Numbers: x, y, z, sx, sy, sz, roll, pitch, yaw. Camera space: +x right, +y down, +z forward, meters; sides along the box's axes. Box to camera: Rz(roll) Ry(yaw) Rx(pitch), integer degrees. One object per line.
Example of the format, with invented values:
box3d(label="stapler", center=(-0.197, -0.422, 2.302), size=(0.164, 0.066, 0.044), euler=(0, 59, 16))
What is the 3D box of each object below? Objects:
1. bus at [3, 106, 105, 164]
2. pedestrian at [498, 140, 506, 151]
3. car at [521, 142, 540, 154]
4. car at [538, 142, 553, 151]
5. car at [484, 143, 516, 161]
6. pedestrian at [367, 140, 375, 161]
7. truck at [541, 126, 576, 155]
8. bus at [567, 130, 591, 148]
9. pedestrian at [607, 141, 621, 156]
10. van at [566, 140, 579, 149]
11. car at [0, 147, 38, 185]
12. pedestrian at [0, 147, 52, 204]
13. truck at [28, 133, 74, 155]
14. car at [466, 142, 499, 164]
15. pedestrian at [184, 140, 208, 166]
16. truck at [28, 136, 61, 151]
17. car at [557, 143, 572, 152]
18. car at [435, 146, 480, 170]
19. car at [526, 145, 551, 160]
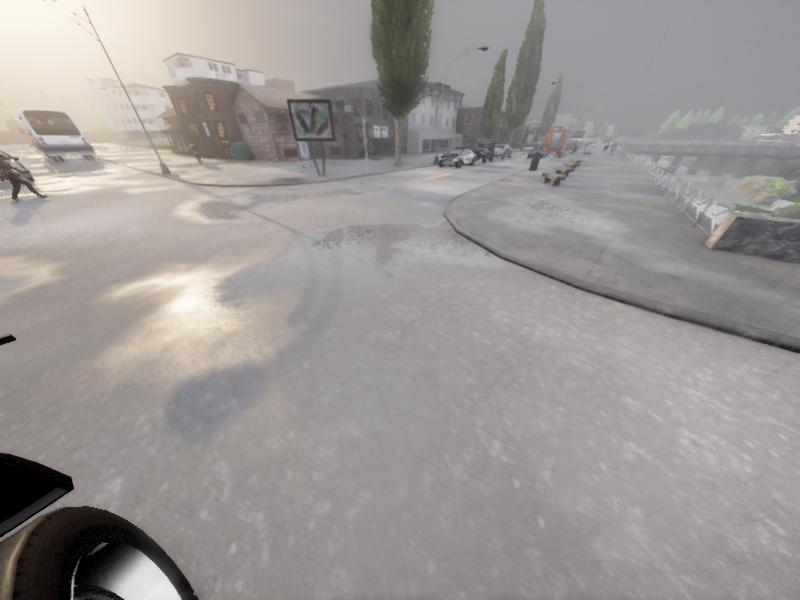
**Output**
box3d(label="bus", center=(-37.218, -17.626, 24.921), size=(10.273, 4.253, 3.944), euler=(23, 41, 29))
box3d(label="pedestrian", center=(19.800, -30.107, 44.981), size=(0.751, 1.860, 0.751), euler=(30, 45, 35))
box3d(label="car", center=(23.656, -27.609, 41.910), size=(1.851, 1.617, 3.988), euler=(23, 41, 29))
box3d(label="car", center=(33.154, -34.995, 52.543), size=(1.851, 1.617, 3.988), euler=(23, 41, 29))
box3d(label="car", center=(13.072, -19.340, 30.067), size=(2.152, 1.651, 5.027), euler=(23, 41, 29))
box3d(label="pedestrian", center=(-3.136, -16.322, 25.241), size=(0.751, 1.860, 0.751), euler=(-4, 35, -6))
box3d(label="truck", center=(27.534, -27.642, 40.064), size=(2.891, 3.827, 8.468), euler=(23, 41, 29))
box3d(label="bus", center=(54.062, -48.656, 69.743), size=(3.944, 4.253, 10.273), euler=(23, 41, 29))
box3d(label="pedestrian", center=(32.733, -23.271, 35.390), size=(0.751, 1.860, 0.751), euler=(-22, 41, -29))
box3d(label="van", center=(45.152, -40.656, 60.284), size=(1.775, 1.987, 4.442), euler=(23, 41, 29))
box3d(label="car", center=(-23.305, -7.793, 13.379), size=(3.988, 1.617, 1.851), euler=(23, 41, 28))
box3d(label="pedestrian", center=(-15.122, -4.849, 9.009), size=(0.751, 1.860, 0.751), euler=(-23, 41, -29))
box3d(label="truck", center=(-50.839, -22.799, 33.693), size=(5.204, 2.467, 2.627), euler=(23, 41, 29))
box3d(label="car", center=(9.238, -16.448, 25.698), size=(1.905, 1.878, 3.866), euler=(23, 41, 29))
box3d(label="pedestrian", center=(-17.562, -12.661, 19.881), size=(0.751, 1.860, 0.751), euler=(26, 42, 31))
box3d(label="truck", center=(-65.040, -28.712, 42.285), size=(6.274, 2.098, 2.390), euler=(23, 41, 29))
box3d(label="car", center=(35.037, -32.555, 49.140), size=(1.816, 1.474, 4.193), euler=(23, 41, 29))
box3d(label="car", center=(5.414, -13.290, 21.495), size=(2.038, 1.542, 4.974), euler=(23, 41, 29))
box3d(label="car", center=(18.263, -19.438, 30.380), size=(1.816, 1.474, 4.193), euler=(23, 41, 29))
